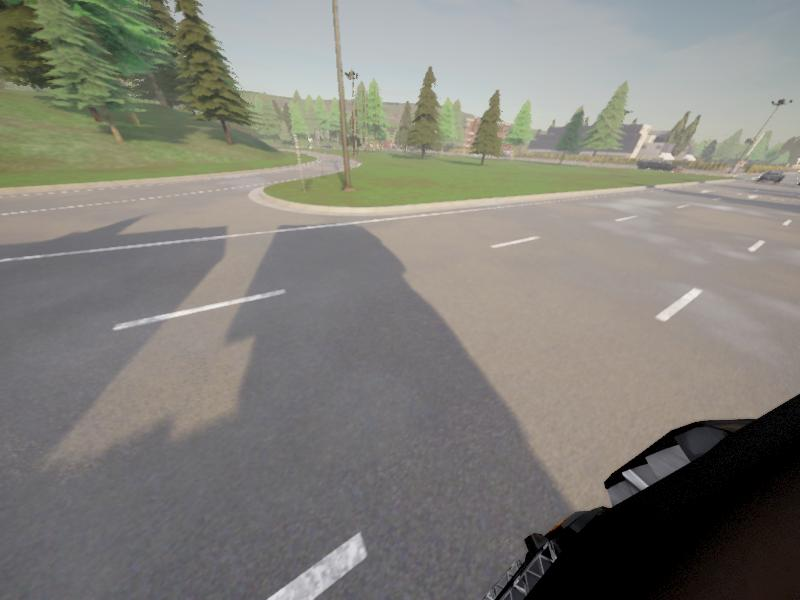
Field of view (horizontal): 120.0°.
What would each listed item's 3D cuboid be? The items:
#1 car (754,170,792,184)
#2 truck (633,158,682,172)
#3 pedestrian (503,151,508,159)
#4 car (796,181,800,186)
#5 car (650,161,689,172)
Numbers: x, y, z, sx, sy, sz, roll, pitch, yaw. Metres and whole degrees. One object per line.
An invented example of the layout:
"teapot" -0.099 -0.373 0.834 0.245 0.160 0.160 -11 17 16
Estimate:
"car" 54.609 -18.103 33.800 4.902 1.511 2.128 -16 38 -26
"truck" 55.080 -29.023 49.628 2.390 2.098 6.274 -16 38 -26
"pedestrian" 32.597 -44.818 71.411 0.751 1.860 0.751 -15 38 -25
"car" 55.684 -16.137 30.959 4.892 1.490 1.837 -16 38 -26
"car" 58.684 -29.123 50.484 2.152 1.651 5.027 -16 38 -26
